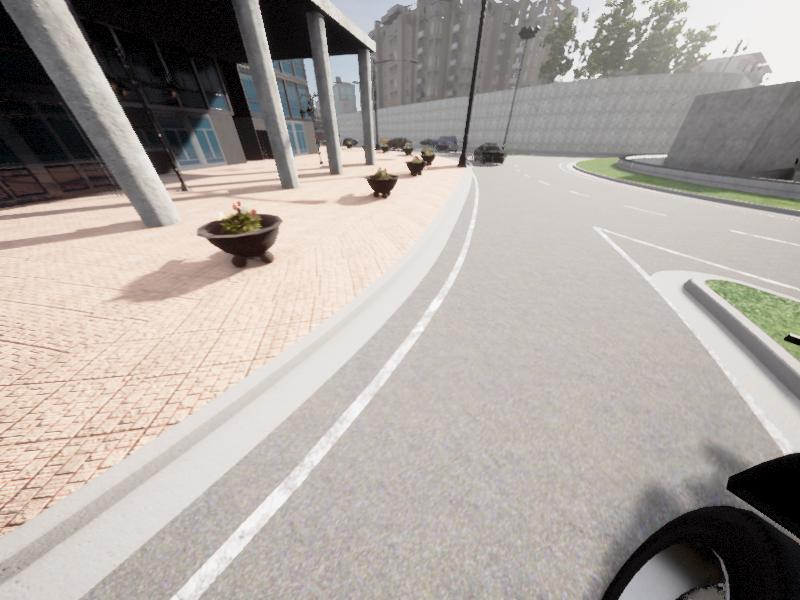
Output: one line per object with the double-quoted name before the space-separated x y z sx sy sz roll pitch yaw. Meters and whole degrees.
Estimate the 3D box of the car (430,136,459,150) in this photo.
"car" 8.423 -30.272 44.344 2.150 2.045 5.566 -22 41 -28

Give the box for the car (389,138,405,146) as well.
"car" -0.693 -38.055 55.576 1.851 1.617 3.988 -21 41 -27

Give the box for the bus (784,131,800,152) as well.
"bus" 75.164 -29.518 41.750 10.273 4.253 3.944 -21 41 -27

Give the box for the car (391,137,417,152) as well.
"car" 0.597 -25.824 38.239 1.932 1.855 4.605 -20 40 -26

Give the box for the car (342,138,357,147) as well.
"car" -11.721 -36.722 53.651 1.851 1.617 3.988 -21 41 -27

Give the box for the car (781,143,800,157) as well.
"car" 53.716 -20.172 31.017 5.008 1.535 1.882 -20 40 -26

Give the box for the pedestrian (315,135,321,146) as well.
"pedestrian" -16.972 -33.062 47.962 0.751 1.860 0.751 -4 36 -6

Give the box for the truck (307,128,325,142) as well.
"truck" -29.119 -56.887 79.670 2.891 3.827 8.468 -21 41 -27

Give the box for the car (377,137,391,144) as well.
"car" -4.597 -45.254 65.581 1.882 1.535 5.008 -21 41 -27

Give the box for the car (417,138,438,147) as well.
"car" 6.163 -35.657 52.303 1.837 1.490 4.892 -21 41 -27

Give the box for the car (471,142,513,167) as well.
"car" 8.439 -13.793 21.725 1.930 1.638 5.238 1 36 1

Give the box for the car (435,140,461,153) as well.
"car" 7.171 -23.078 34.754 1.845 1.501 3.633 -17 39 -23

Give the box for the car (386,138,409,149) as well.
"car" -0.559 -30.534 45.017 2.152 1.651 5.027 -21 41 -27
